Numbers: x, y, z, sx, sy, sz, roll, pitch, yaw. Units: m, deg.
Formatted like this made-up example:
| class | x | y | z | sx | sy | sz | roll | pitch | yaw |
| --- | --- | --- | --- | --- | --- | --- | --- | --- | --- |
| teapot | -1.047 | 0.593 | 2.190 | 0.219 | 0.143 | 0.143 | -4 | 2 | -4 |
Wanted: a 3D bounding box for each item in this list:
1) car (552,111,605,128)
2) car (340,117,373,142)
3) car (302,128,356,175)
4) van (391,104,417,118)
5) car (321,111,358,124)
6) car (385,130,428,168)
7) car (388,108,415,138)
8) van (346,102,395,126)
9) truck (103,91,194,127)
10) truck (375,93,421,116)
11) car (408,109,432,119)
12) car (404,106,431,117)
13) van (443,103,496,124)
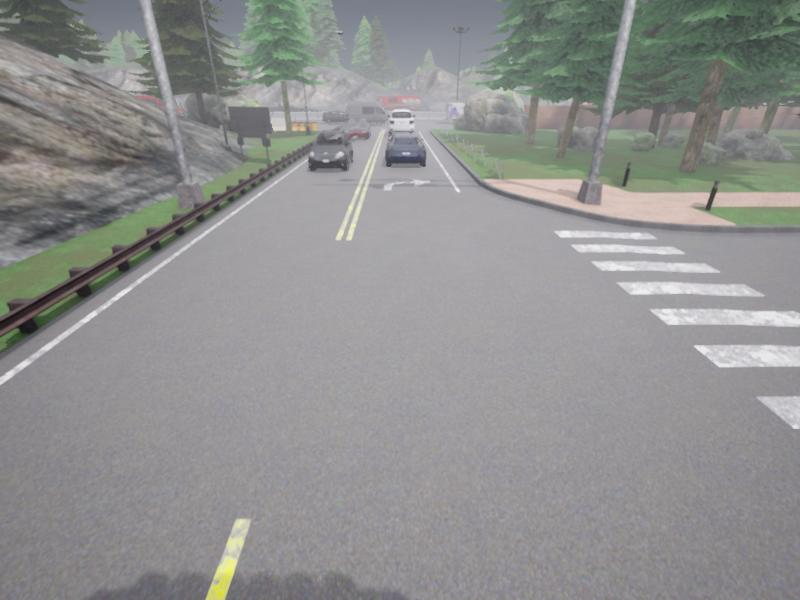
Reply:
| class | x | y | z | sx | sy | sz | roll | pitch | yaw |
| --- | --- | --- | --- | --- | --- | --- | --- | --- | --- |
| car | 20.968 | -21.288 | 47.097 | 5.027 | 1.651 | 2.152 | -1 | 27 | -1 |
| car | -3.359 | -13.667 | 31.918 | 2.163 | 1.488 | 4.792 | 0 | 27 | 0 |
| car | -3.212 | -7.107 | 18.901 | 1.851 | 1.617 | 3.988 | 0 | 27 | 0 |
| van | 0.636 | -32.366 | 68.499 | 4.442 | 1.987 | 1.775 | -1 | 27 | -1 |
| car | -7.953 | -24.132 | 52.861 | 4.514 | 1.525 | 2.007 | -1 | 27 | -1 |
| car | 0.273 | -7.834 | 20.581 | 1.994 | 1.385 | 4.181 | 0 | 27 | 0 |
| car | 0.108 | -15.457 | 34.806 | 2.150 | 2.045 | 5.566 | 0 | 27 | -1 |
| van | -3.585 | -23.034 | 49.583 | 5.915 | 2.561 | 1.988 | -1 | 27 | -1 |
| truck | -30.443 | -23.336 | 48.829 | 8.468 | 3.827 | 2.891 | -1 | 27 | -1 |
| truck | -0.387 | -36.357 | 74.307 | 8.468 | 3.827 | 2.891 | -1 | 27 | -1 |
| car | 3.221 | -30.538 | 65.560 | 3.806 | 1.475 | 1.970 | -1 | 27 | -1 |
| car | 3.085 | -33.827 | 71.739 | 4.856 | 1.649 | 2.033 | -1 | 27 | -1 |
| van | 9.099 | -24.703 | 52.946 | 6.366 | 2.431 | 2.351 | -1 | 27 | -1 |
